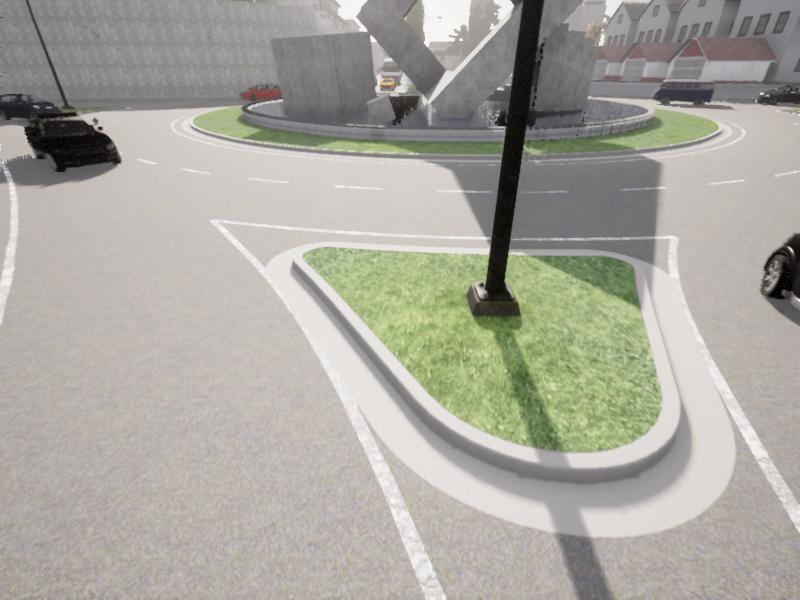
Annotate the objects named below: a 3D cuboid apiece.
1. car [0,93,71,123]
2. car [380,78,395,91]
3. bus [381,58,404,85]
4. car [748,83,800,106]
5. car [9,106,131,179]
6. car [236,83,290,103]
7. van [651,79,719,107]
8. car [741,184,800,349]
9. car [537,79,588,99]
[{"bbox_3d":[-23.518,-12.233,25.407,3.633,1.501,1.845,8,31,13],"label":"car"},{"bbox_3d":[-1.775,-30.964,57.455,1.882,1.535,5.008,1,30,2],"label":"car"},{"bbox_3d":[-1.299,-43.277,75.724,3.944,4.253,10.273,0,30,1],"label":"bus"},{"bbox_3d":[34.401,-18.193,35.424,4.611,1.667,2.242,5,31,11],"label":"car"},{"bbox_3d":[-11.804,-5.756,14.221,5.238,1.638,1.930,25,39,36],"label":"car"},{"bbox_3d":[-13.514,-20.531,39.599,4.514,1.525,2.007,-21,37,-32],"label":"car"},{"bbox_3d":[24.976,-18.310,35.333,4.442,1.987,1.775,15,34,24],"label":"van"},{"bbox_3d":[5.869,-0.011,4.475,1.789,1.549,3.705,10,32,17],"label":"car"},{"bbox_3d":[18.034,-23.570,44.522,4.553,1.767,2.097,24,38,35],"label":"car"}]
